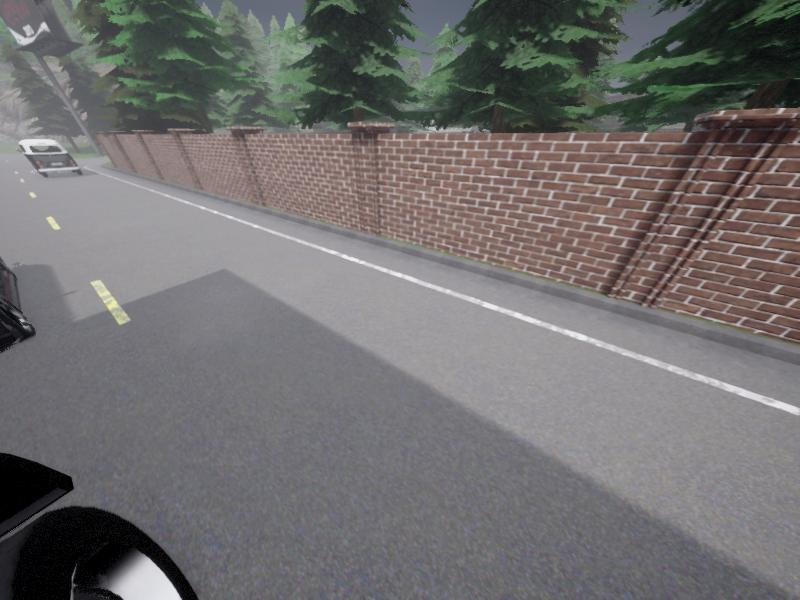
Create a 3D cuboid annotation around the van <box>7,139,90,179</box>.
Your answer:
[{"bbox_3d":[-23.675,-9.611,15.587,4.480,2.038,2.069,22,41,28],"label":"van"}]

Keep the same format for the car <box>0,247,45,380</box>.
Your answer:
[{"bbox_3d":[-6.625,-0.039,2.725,4.181,1.385,1.994,22,41,28],"label":"car"}]
